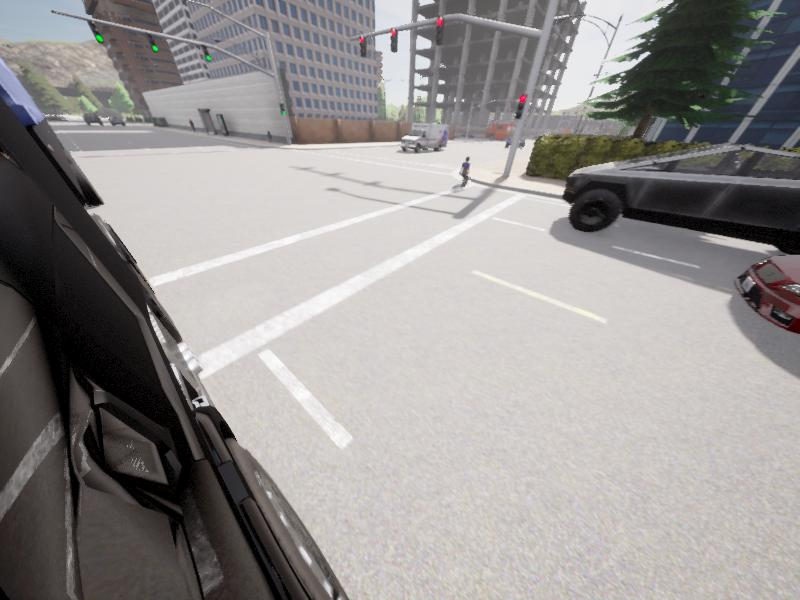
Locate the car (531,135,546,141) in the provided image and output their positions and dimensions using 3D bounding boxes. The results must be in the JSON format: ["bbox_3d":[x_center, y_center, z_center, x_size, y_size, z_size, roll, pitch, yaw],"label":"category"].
[{"bbox_3d":[39.286,-45.920,65.384,2.033,1.411,5.357,28,44,30],"label":"car"}]

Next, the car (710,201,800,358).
[{"bbox_3d":[6.846,0.379,2.266,4.193,1.474,1.816,28,44,30],"label":"car"}]

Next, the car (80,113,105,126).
[{"bbox_3d":[-64.199,-37.675,48.194,5.566,2.045,2.150,28,44,30],"label":"car"}]

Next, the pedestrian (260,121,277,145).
[{"bbox_3d":[-13.197,-16.772,23.224,0.751,1.860,0.751,26,43,28],"label":"pedestrian"}]

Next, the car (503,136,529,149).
[{"bbox_3d":[18.122,-24.621,35.976,2.007,1.525,4.514,29,45,31],"label":"car"}]

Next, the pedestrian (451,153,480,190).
[{"bbox_3d":[2.860,-5.655,10.161,0.751,1.300,0.751,29,44,30],"label":"pedestrian"}]

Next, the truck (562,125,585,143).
[{"bbox_3d":[49.945,-47.689,66.297,2.891,3.827,8.468,28,44,30],"label":"truck"}]

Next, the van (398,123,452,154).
[{"bbox_3d":[2.759,-17.556,25.048,2.351,2.431,6.366,28,44,30],"label":"van"}]

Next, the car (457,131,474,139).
[{"bbox_3d":[18.173,-45.945,64.160,3.988,1.617,1.851,28,44,30],"label":"car"}]

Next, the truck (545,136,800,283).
[{"bbox_3d":[7.452,-2.308,5.336,6.274,2.098,2.390,28,44,30],"label":"truck"}]

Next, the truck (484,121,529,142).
[{"bbox_3d":[25.237,-40.402,55.311,8.468,3.827,2.891,27,44,29],"label":"truck"}]

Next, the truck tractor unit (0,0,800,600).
[{"bbox_3d":[-2.645,-0.295,0.352,6.516,4.208,3.053,28,44,30],"label":"truck tractor unit"}]

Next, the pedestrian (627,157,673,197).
[{"bbox_3d":[10.209,-5.073,9.508,0.751,1.300,0.751,27,44,29],"label":"pedestrian"}]

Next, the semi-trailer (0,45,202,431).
[{"bbox_3d":[-8.711,-3.580,4.237,14.254,4.402,2.717,28,44,30],"label":"semi-trailer"}]
